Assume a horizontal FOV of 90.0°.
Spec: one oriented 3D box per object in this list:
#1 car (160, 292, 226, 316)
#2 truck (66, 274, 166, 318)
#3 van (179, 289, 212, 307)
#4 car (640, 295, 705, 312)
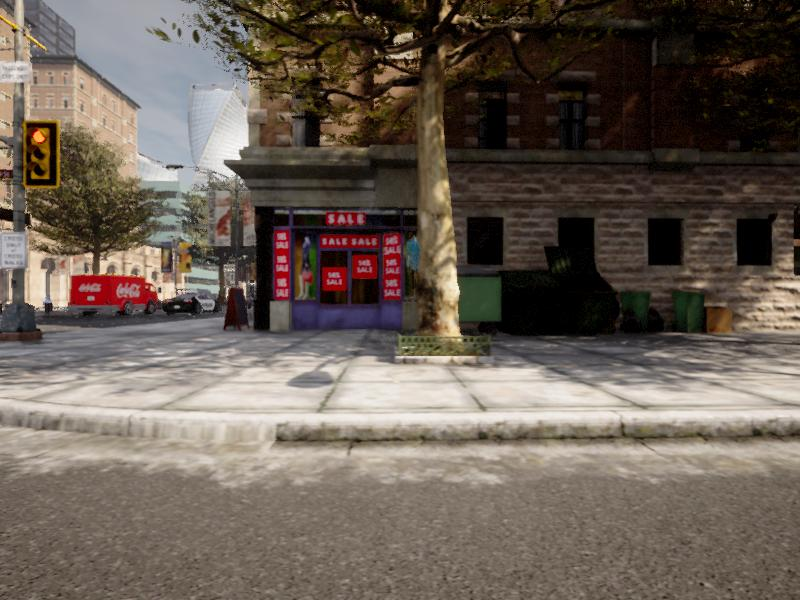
[{"bbox_3d":[-14.032,0.242,27.483,2.038,1.542,4.974,0,0,-2],"label":"car"},{"bbox_3d":[-17.470,-0.223,25.046,2.627,2.467,5.204,0,1,-1],"label":"truck"},{"bbox_3d":[-29.881,-0.250,58.705,1.988,2.561,5.915,0,0,-2],"label":"van"},{"bbox_3d":[23.845,0.307,35.312,2.033,1.411,5.357,0,0,-2],"label":"car"}]
